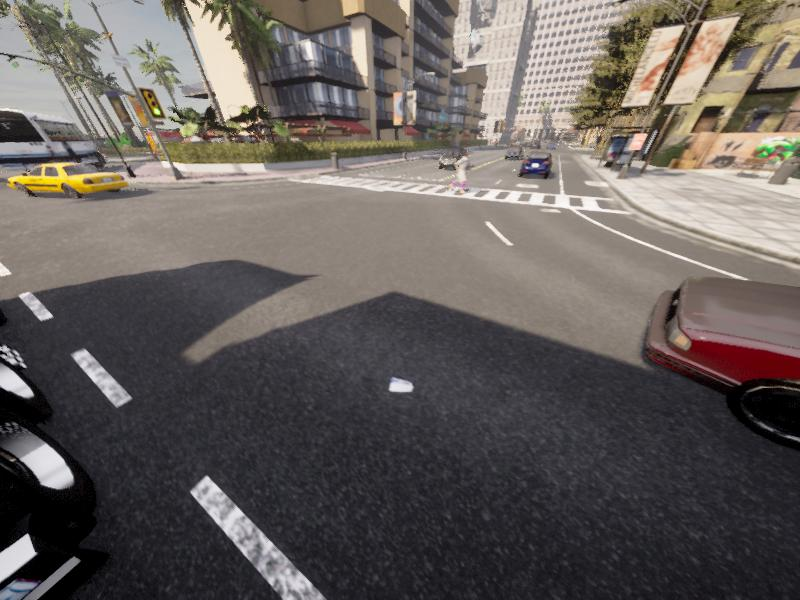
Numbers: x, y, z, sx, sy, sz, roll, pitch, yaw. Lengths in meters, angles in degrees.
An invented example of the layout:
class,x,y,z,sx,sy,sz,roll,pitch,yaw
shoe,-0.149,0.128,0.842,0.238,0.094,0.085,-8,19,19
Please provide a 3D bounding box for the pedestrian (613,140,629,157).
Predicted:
class,x,y,z,sx,sy,sz,roll,pitch,yaw
pedestrian,28.808,-19.788,30.195,0.751,1.860,0.751,17,38,23

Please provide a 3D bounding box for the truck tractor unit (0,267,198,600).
class,x,y,z,sx,sy,sz,roll,pitch,yaw
truck tractor unit,-5.121,-0.289,0.774,6.516,4.208,3.053,18,39,24

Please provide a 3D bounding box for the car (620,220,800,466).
class,x,y,z,sx,sy,sz,roll,pitch,yaw
car,5.127,1.054,1.220,2.033,1.411,5.357,-27,43,-33

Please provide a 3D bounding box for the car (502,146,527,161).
class,x,y,z,sx,sy,sz,roll,pitch,yaw
car,14.905,-19.076,30.036,2.033,1.411,5.357,17,39,24

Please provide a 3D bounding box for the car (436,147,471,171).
class,x,y,z,sx,sy,sz,roll,pitch,yaw
car,4.965,-13.035,21.277,1.851,1.617,3.988,17,39,24

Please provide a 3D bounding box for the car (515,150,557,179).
class,x,y,z,sx,sy,sz,roll,pitch,yaw
car,10.317,-10.286,17.381,2.163,1.488,4.792,17,39,24

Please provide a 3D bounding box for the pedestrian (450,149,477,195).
class,x,y,z,sx,sy,sz,roll,pitch,yaw
pedestrian,3.056,-6.165,11.164,0.751,1.860,0.751,23,41,29

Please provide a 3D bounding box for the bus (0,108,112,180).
class,x,y,z,sx,sy,sz,roll,pitch,yaw
bus,-31.161,-13.769,20.404,3.944,4.253,10.273,-23,40,-27

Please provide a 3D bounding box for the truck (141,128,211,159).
class,x,y,z,sx,sy,sz,roll,pitch,yaw
truck,-36.720,-26.097,38.545,2.891,3.827,8.468,-1,35,-1

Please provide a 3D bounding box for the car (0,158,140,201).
class,x,y,z,sx,sy,sz,roll,pitch,yaw
car,-16.797,-6.110,11.589,5.366,1.575,1.801,5,35,7
